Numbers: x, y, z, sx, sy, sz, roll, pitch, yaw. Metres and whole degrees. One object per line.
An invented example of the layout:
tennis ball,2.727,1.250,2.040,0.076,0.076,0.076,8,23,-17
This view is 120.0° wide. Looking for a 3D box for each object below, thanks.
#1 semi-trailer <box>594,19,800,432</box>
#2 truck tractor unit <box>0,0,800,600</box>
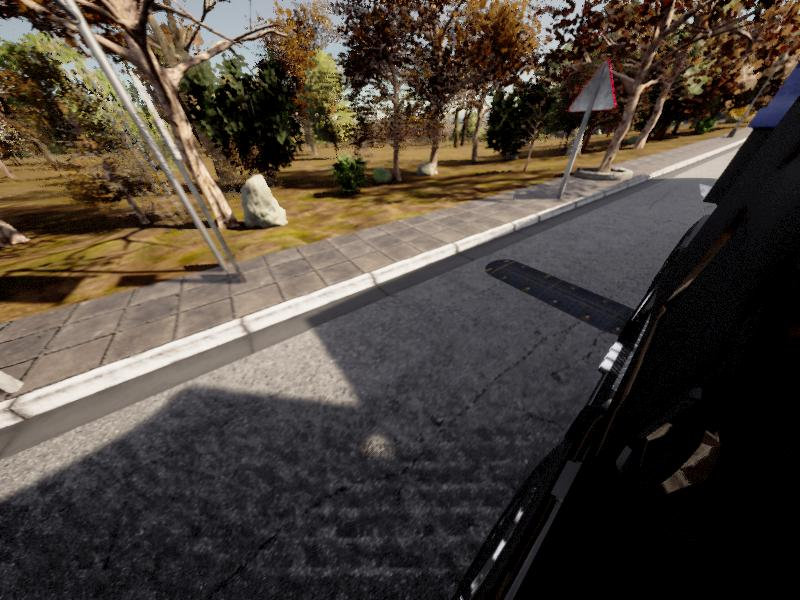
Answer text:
semi-trailer,8.888,-3.467,4.033,14.254,4.402,2.717,-26,43,-28
truck tractor unit,2.645,-0.295,0.352,6.516,4.208,3.053,-28,44,-30
